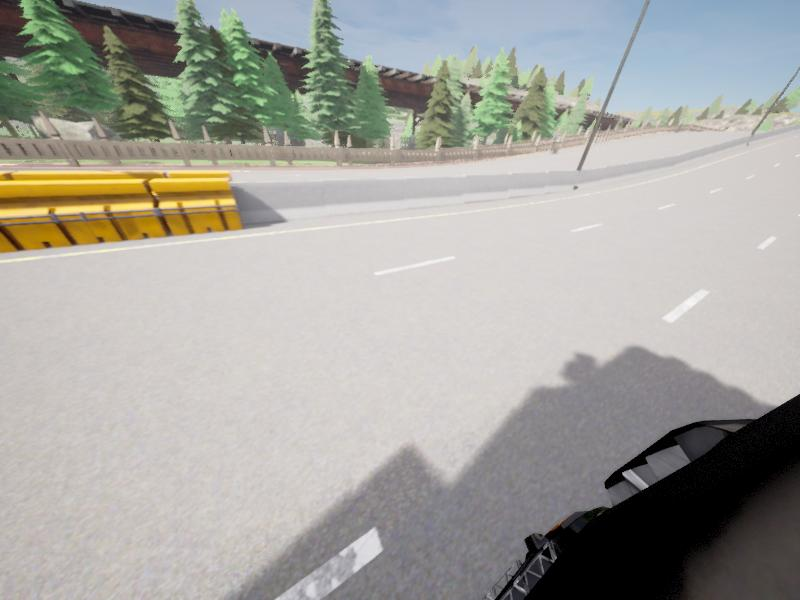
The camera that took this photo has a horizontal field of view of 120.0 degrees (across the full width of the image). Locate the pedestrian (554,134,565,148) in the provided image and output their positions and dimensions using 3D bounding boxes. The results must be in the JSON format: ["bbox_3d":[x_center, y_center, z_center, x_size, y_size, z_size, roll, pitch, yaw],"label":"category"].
[{"bbox_3d":[26.174,-26.129,37.922,0.751,1.860,0.751,-16,38,-25],"label":"pedestrian"}]
